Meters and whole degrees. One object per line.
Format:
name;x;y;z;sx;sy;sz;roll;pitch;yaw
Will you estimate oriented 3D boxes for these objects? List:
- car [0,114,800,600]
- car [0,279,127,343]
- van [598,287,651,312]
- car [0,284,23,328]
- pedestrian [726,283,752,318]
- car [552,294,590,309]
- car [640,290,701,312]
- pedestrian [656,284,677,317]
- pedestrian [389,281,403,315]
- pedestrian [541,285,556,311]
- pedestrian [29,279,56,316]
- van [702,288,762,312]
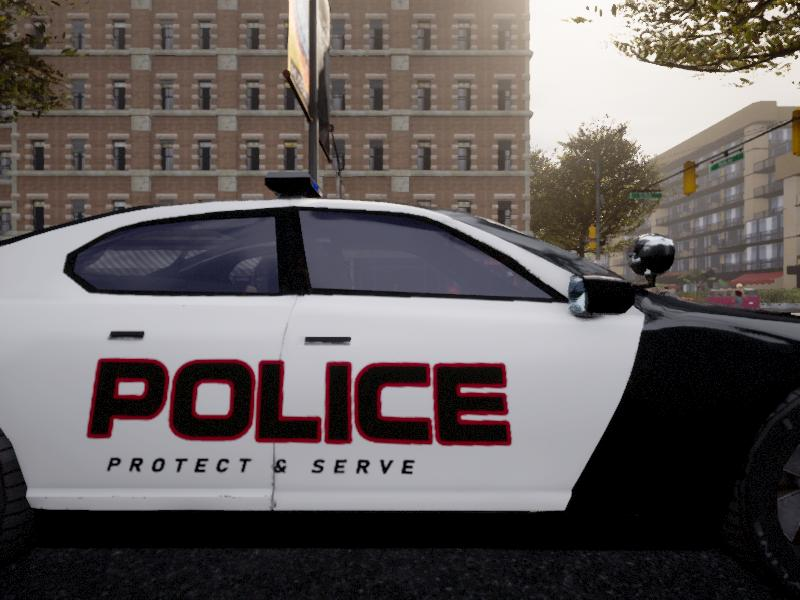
car;-0.057;0.226;2.190;4.974;1.542;2.038;0;0;0
car;-10.031;0.246;10.203;4.892;1.490;1.837;0;0;0
van;19.501;-0.030;35.025;2.069;2.038;4.480;0;0;0
car;-16.373;0.225;13.706;4.974;1.542;2.038;0;0;0
pedestrian;18.159;0.036;21.450;0.751;1.860;0.751;0;0;-1
car;19.448;0.179;45.793;2.152;1.651;5.027;0;0;0
car;23.006;0.093;34.242;2.097;1.767;4.553;0;0;0
pedestrian;15.229;0.036;22.885;0.751;1.860;0.751;0;0;5
pedestrian;-0.224;-0.115;21.946;0.751;1.860;0.751;0;0;2
pedestrian;10.733;-0.116;28.879;0.751;1.860;0.751;0;0;-10
pedestrian;-18.383;-0.114;20.571;0.751;1.860;0.751;0;0;16
van;29.995;-0.004;36.364;1.775;1.987;4.442;0;0;0
